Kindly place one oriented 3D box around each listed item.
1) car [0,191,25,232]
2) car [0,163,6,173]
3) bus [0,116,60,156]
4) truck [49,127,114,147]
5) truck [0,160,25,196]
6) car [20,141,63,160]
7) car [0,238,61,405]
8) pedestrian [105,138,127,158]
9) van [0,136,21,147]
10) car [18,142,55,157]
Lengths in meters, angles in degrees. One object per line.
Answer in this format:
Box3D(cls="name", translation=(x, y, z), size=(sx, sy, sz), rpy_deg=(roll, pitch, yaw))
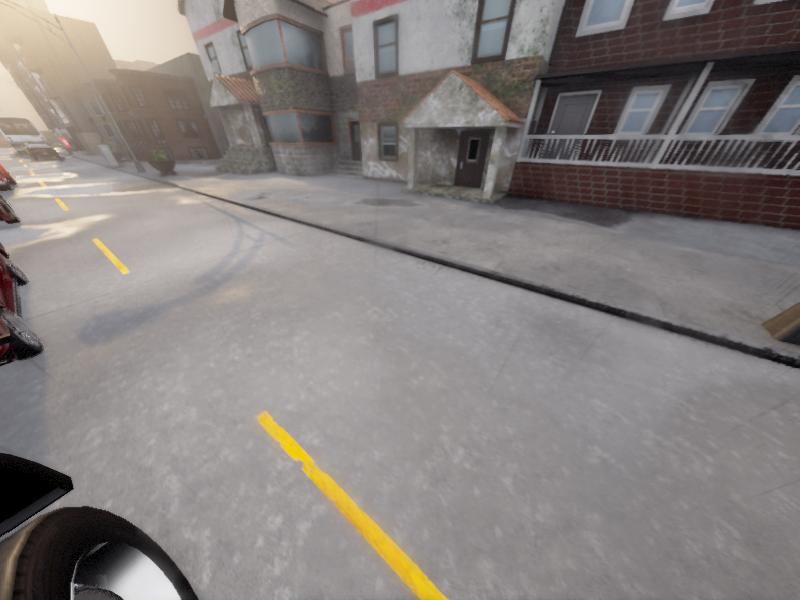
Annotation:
Box3D(cls="car", translation=(-13.494, -2.929, 6.773), size=(4.181, 1.385, 1.994), rpy_deg=(21, 40, 27))
Box3D(cls="car", translation=(-30.769, -10.206, 16.509), size=(3.866, 1.878, 1.905), rpy_deg=(22, 41, 28))
Box3D(cls="bus", translation=(-55.027, -23.816, 33.580), size=(10.273, 4.253, 3.944), rpy_deg=(22, 41, 28))
Box3D(cls="truck", translation=(-78.753, -40.550, 57.500), size=(2.891, 3.827, 8.468), rpy_deg=(22, 41, 28))
Box3D(cls="truck", translation=(-20.718, -6.339, 10.596), size=(5.204, 2.467, 2.627), rpy_deg=(22, 41, 28))
Box3D(cls="car", translation=(-41.336, -17.238, 26.620), size=(5.238, 1.638, 1.930), rpy_deg=(22, 41, 28))
Box3D(cls="car", translation=(-6.337, 0.018, 2.721), size=(4.718, 1.301, 1.895), rpy_deg=(22, 41, 28))
Box3D(cls="pedestrian", translation=(-33.520, -17.935, 27.257), size=(0.751, 1.860, 0.751), rpy_deg=(19, 39, 25))
Box3D(cls="van", translation=(-89.227, -35.274, 51.530), size=(1.775, 1.987, 4.442), rpy_deg=(22, 41, 28))
Box3D(cls="car", translation=(-47.380, -19.664, 30.104), size=(5.008, 1.535, 1.882), rpy_deg=(22, 41, 28))
